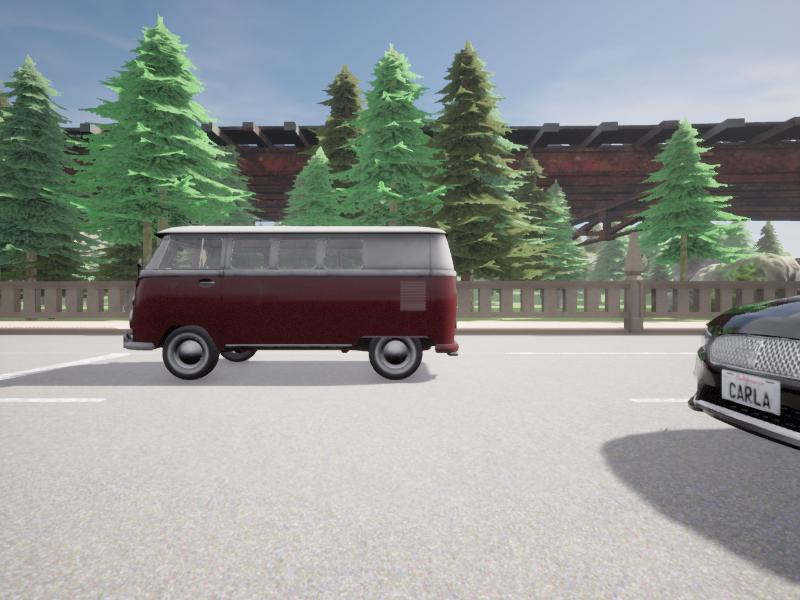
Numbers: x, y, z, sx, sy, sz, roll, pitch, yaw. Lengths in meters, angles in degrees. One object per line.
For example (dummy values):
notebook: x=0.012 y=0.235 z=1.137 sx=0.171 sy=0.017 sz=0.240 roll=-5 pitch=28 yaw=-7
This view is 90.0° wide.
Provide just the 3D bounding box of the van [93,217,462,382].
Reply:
van: x=-1.470 y=-0.002 z=5.700 sx=4.442 sy=1.987 sz=1.775 roll=0 pitch=0 yaw=0

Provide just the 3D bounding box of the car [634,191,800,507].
car: x=4.363 y=0.237 z=2.200 sx=4.902 sy=1.511 sz=2.128 roll=0 pitch=0 yaw=0
